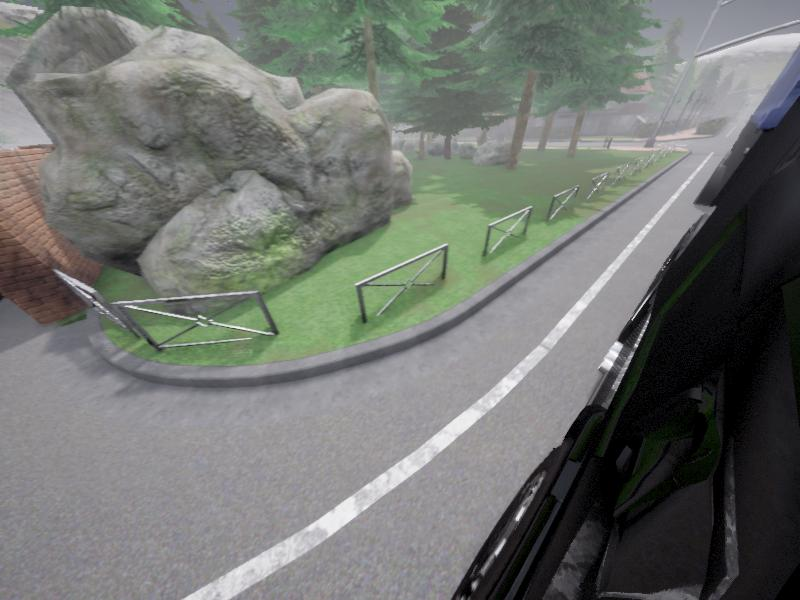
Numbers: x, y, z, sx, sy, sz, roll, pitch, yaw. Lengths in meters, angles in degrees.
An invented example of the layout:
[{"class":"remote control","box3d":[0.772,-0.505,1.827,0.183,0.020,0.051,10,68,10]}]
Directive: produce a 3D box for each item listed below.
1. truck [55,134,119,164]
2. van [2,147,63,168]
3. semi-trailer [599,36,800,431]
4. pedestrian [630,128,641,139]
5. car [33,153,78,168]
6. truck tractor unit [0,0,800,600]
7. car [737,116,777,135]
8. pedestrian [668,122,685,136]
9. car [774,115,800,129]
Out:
[{"class":"truck","box3d":[-52.829,-25.846,39.425,2.891,3.827,8.468,-21,40,-23]},{"class":"van","box3d":[-58.984,-23.135,37.349,2.351,2.431,6.366,-20,40,-22]},{"class":"semi-trailer","box3d":[8.665,-3.616,4.277,14.254,4.402,2.717,-28,43,-30]},{"class":"pedestrian","box3d":[29.882,-21.160,29.360,0.500,1.100,0.500,-25,42,-27]},{"class":"car","box3d":[-53.613,-21.886,36.069,2.128,1.511,4.902,-22,40,-24]},{"class":"truck tractor unit","box3d":[2.645,-0.295,0.351,6.516,4.208,3.053,-28,44,-30]},{"class":"car","box3d":[44.093,-21.621,28.591,4.856,1.649,2.033,-28,43,-30]},{"class":"pedestrian","box3d":[34.865,-21.570,29.131,0.751,1.300,0.751,-26,42,-28]},{"class":"car","box3d":[57.840,-26.257,34.052,4.792,1.488,2.163,-28,43,-30]}]
